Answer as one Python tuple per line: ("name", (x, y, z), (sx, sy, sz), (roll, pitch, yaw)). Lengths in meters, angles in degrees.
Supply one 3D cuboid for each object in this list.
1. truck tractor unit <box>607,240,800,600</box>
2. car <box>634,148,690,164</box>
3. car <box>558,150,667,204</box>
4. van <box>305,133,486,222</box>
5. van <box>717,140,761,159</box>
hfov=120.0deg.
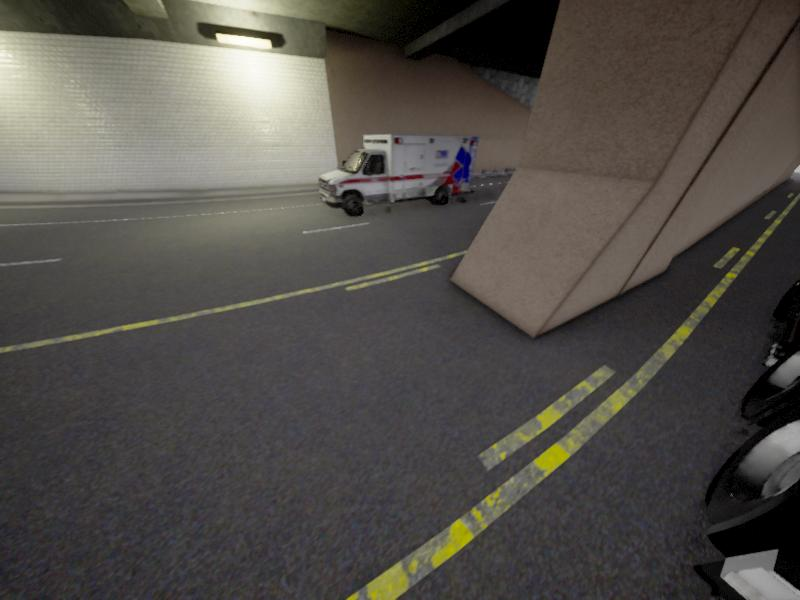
("truck tractor unit", (5.065, -0.344, 0.837), (6.516, 4.208, 3.053), (-20, 40, -26))
("car", (32.633, -18.145, 29.032), (2.007, 1.525, 4.514), (2, 35, 3))
("car", (10.301, -6.115, 11.239), (4.605, 1.855, 1.932), (-19, 39, -26))
("van", (0.027, -5.102, 9.217), (6.366, 2.431, 2.351), (-18, 39, -25))
("van", (54.723, -24.307, 37.281), (6.366, 2.431, 2.351), (-19, 39, -25))
